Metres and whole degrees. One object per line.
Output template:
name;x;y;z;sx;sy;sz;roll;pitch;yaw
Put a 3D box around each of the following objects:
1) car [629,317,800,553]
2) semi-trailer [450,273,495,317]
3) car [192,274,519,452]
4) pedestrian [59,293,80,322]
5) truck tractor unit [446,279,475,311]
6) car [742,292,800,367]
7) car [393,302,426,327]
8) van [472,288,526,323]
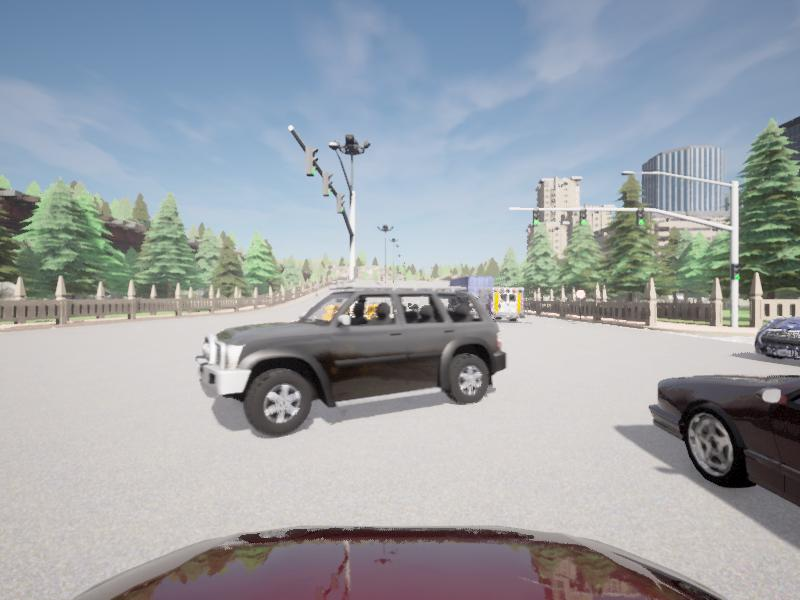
car;3.532;0.895;1.798;2.033;1.411;5.357;0;0;1
semi-trailer;8.144;-0.677;47.031;2.717;4.402;14.254;0;1;0
car;-0.546;0.651;6.177;4.605;1.855;1.932;0;0;-31
pedestrian;-21.658;0.484;26.251;0.751;1.860;0.751;0;0;1
truck tractor unit;8.209;-0.791;54.924;3.053;4.208;6.516;0;3;1
car;11.632;0.693;10.011;4.553;1.767;2.097;0;0;-6
car;0.591;0.852;25.573;1.970;1.475;3.806;0;0;1
van;7.360;0.376;30.487;2.351;2.431;6.366;0;0;-2
